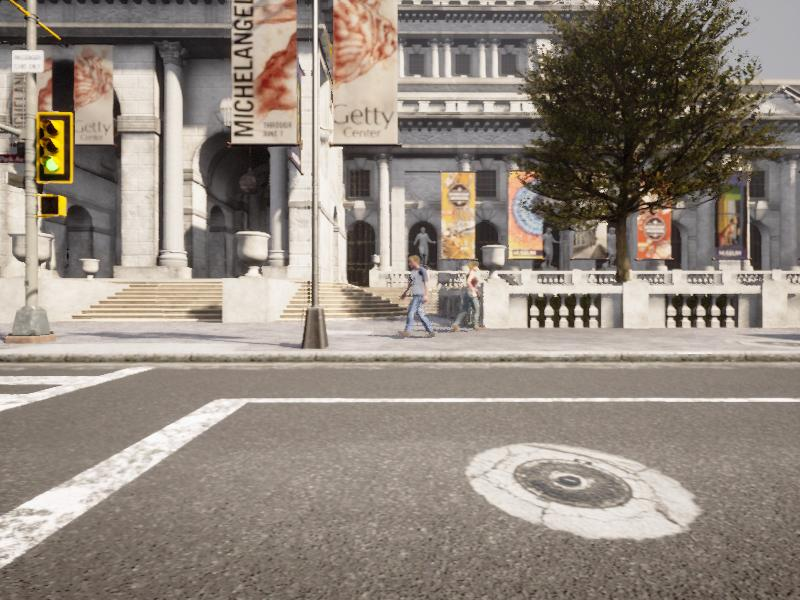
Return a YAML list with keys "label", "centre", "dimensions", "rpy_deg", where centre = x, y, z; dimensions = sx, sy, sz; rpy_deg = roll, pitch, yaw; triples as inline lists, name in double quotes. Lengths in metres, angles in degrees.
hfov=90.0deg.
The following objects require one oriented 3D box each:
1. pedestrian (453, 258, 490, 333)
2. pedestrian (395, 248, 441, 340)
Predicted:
- label: "pedestrian"
  centre: [1.824, -0.116, 10.273]
  dimensions: [0.751, 1.860, 0.751]
  rpy_deg: [0, 0, -8]
- label: "pedestrian"
  centre: [0.365, -0.115, 8.560]
  dimensions: [0.751, 1.860, 0.751]
  rpy_deg: [0, 0, -20]
